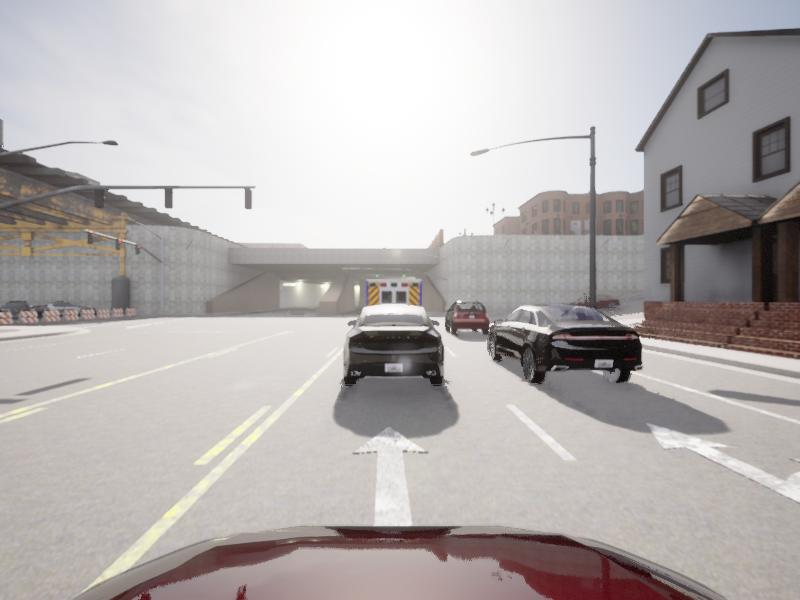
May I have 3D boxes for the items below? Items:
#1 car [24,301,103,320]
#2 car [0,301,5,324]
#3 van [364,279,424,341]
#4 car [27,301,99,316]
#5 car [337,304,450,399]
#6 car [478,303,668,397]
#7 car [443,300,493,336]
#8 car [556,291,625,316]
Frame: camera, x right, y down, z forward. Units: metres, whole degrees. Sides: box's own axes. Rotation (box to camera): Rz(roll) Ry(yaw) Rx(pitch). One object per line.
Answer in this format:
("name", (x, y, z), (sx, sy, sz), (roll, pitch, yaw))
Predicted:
("car", (-29.544, 0.843, 35.312), (2.038, 1.542, 4.974), (0, 0, 28))
("car", (-28.581, 0.830, 25.352), (2.038, 1.542, 4.974), (0, 0, 43))
("van", (-0.305, 0.412, 18.889), (2.351, 2.431, 6.366), (0, 0, -1))
("car", (-29.568, 0.685, 35.266), (1.853, 1.218, 4.536), (0, 0, 28))
("car", (-0.140, 0.856, 8.927), (1.837, 1.490, 4.892), (0, 0, -1))
("car", (3.353, 0.848, 9.078), (2.128, 1.511, 4.902), (0, 0, -1))
("car", (3.245, 0.838, 19.892), (1.851, 1.617, 3.988), (0, -1, 0))
("car", (15.671, 0.277, 33.008), (4.674, 1.442, 1.812), (-7, 0, 0))
